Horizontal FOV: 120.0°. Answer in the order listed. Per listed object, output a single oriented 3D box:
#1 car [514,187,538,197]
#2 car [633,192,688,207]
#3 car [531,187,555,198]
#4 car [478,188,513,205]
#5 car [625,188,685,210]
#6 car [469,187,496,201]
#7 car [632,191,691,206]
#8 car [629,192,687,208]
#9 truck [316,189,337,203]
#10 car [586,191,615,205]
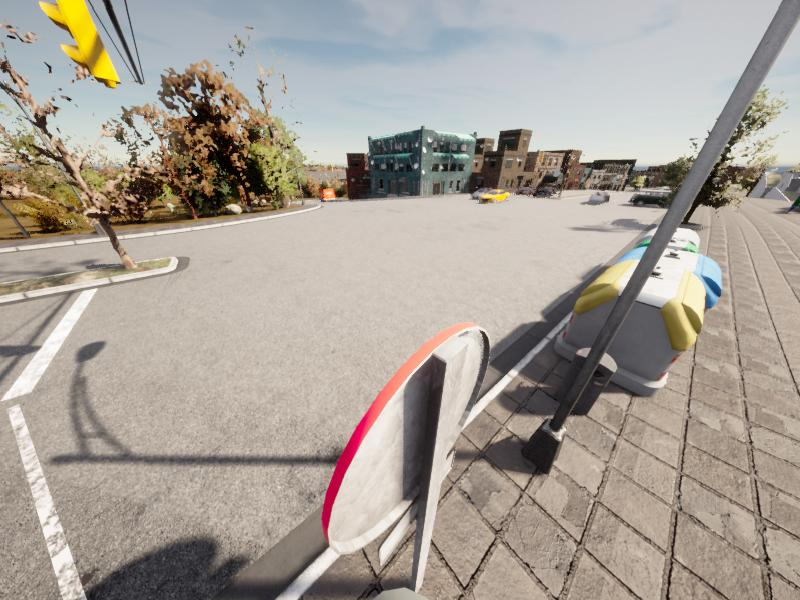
[{"bbox_3d":[22.752,-19.605,41.736,4.181,1.385,1.994,-21,36,-35],"label":"car"},{"bbox_3d":[36.754,-14.328,32.812,4.674,1.452,2.002,17,33,25],"label":"car"},{"bbox_3d":[24.596,-18.470,39.654,4.193,1.474,1.816,-21,36,-35],"label":"car"},{"bbox_3d":[12.742,-13.852,30.846,5.008,1.535,1.882,-23,37,-33],"label":"car"},{"bbox_3d":[32.099,-12.864,29.311,4.442,1.987,1.878,17,33,25],"label":"car"},{"bbox_3d":[12.144,-15.531,33.820,3.633,1.501,1.845,-23,36,-34],"label":"car"},{"bbox_3d":[38.872,-15.281,34.580,5.366,1.575,1.946,17,33,25],"label":"car"},{"bbox_3d":[34.472,-13.468,31.109,4.674,1.452,2.002,17,32,25],"label":"car"},{"bbox_3d":[-15.981,-22.484,49.975,2.627,2.467,5.204,-16,28,-26],"label":"truck"},{"bbox_3d":[27.442,-14.016,31.619,3.633,1.501,1.845,-21,36,-35],"label":"car"}]
